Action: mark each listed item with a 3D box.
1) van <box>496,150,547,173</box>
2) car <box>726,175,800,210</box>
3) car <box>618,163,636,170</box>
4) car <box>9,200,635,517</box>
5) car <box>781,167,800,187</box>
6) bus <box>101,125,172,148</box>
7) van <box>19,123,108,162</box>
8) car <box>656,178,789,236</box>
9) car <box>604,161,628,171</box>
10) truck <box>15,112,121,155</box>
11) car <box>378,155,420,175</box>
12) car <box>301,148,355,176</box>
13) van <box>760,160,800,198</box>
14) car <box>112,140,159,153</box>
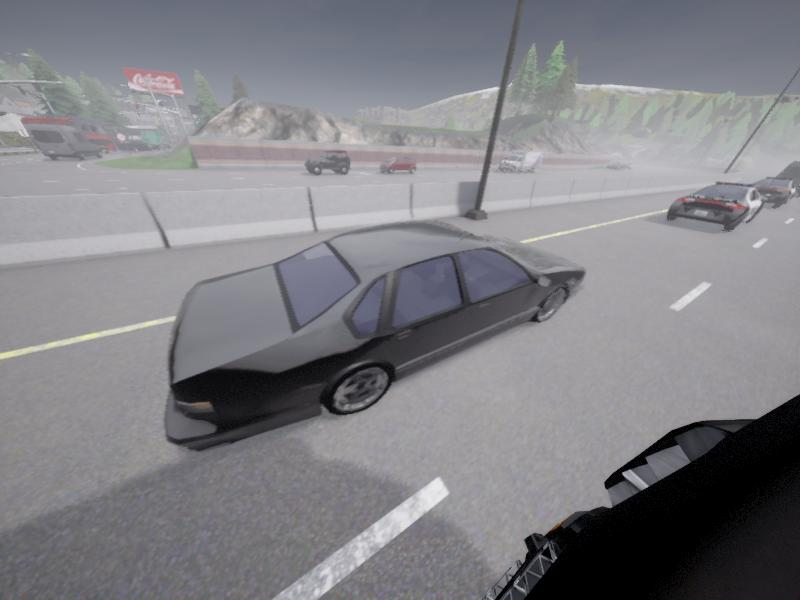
[{"bbox_3d":[16.306,-18.589,31.123,6.366,2.431,2.351,-16,38,-26],"label":"van"},{"bbox_3d":[23.848,-7.053,14.905,4.974,1.542,2.038,-16,38,-26],"label":"car"},{"bbox_3d":[50.709,-29.870,51.591,4.718,1.301,1.895,-25,42,-35],"label":"car"},{"bbox_3d":[0.371,-0.244,3.112,5.357,1.411,2.033,-16,38,-26],"label":"car"},{"bbox_3d":[50.357,-15.301,28.748,5.566,2.045,2.150,-20,40,-31],"label":"car"},{"bbox_3d":[-63.362,-39.637,56.042,3.944,4.253,10.273,28,45,33],"label":"bus"},{"bbox_3d":[-29.966,-14.269,21.002,1.988,2.561,5.915,-16,38,-26],"label":"van"},{"bbox_3d":[13.552,-4.089,9.719,4.974,1.542,2.038,-16,38,-26],"label":"car"},{"bbox_3d":[42.837,-26.594,45.876,5.008,1.535,1.882,-20,40,-31],"label":"car"},{"bbox_3d":[-40.040,-20.087,28.073,8.468,3.827,2.891,9,31,10],"label":"truck"},{"bbox_3d":[-0.139,-13.499,23.081,3.705,1.549,1.789,-16,38,-26],"label":"car"},{"bbox_3d":[-6.132,-11.916,19.966,3.866,1.878,1.905,-16,38,-26],"label":"car"},{"bbox_3d":[34.458,-10.515,19.962,5.915,2.561,1.988,-16,38,-26],"label":"van"},{"bbox_3d":[-41.727,-24.367,36.637,1.882,1.535,5.008,0,33,-4],"label":"car"}]
